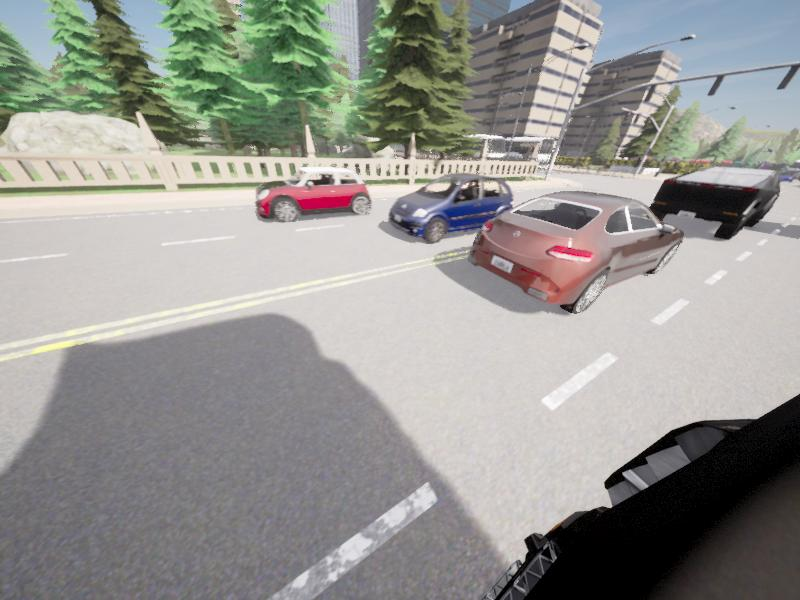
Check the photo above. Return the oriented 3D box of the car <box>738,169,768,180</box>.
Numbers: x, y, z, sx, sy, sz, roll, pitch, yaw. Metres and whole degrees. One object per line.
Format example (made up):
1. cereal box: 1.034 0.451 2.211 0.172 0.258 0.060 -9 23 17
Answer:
1. car: 64.777 -22.980 42.384 4.974 1.542 2.038 -16 38 -26

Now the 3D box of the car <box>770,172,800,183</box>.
1. car: 67.176 -21.367 40.269 4.514 1.525 2.007 -16 38 -26

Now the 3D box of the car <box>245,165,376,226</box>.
1. car: -2.989 -3.805 8.129 3.806 1.475 1.970 -16 38 -26

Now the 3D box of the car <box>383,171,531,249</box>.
1. car: 1.680 -2.943 7.087 3.988 1.617 1.851 -16 38 -26

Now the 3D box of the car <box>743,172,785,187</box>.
1. car: 48.597 -16.155 30.847 4.974 1.542 2.038 -16 38 -26

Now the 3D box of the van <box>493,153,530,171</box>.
1. van: 16.730 -20.858 34.962 1.775 1.987 4.442 -16 38 -26

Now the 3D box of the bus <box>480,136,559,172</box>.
1. bus: 18.620 -23.758 37.441 3.944 4.253 10.273 -16 38 -26

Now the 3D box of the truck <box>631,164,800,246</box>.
1. truck: 12.438 -3.947 9.020 6.274 2.098 2.390 -16 38 -26

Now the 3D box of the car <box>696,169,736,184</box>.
1. car: 42.908 -16.806 31.375 4.514 1.525 2.007 -15 38 -25

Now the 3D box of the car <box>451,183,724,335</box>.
1. car: 3.834 -1.323 4.803 5.027 1.651 2.152 -16 38 -26

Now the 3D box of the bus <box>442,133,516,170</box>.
1. bus: 11.641 -23.169 35.991 3.944 4.253 10.273 -16 38 -27

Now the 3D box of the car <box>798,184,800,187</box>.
1. car: 59.961 -17.174 33.198 5.238 1.638 1.930 -16 38 -26
